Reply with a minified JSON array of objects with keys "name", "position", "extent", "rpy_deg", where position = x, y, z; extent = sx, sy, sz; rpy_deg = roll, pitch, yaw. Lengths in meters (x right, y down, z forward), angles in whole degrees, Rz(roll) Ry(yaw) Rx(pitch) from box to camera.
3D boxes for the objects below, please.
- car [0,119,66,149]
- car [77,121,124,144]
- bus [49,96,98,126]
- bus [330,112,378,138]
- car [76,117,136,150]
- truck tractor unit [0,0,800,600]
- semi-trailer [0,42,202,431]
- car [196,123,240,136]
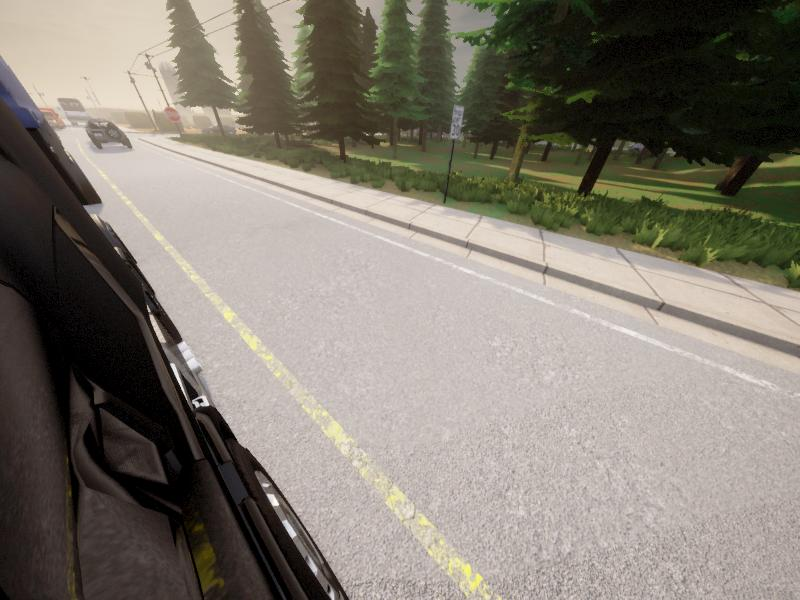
[{"name":"car","position":[-26.987,-12.294,17.086],"extent":[4.902,1.511,2.128],"rpy_deg":[29,44,31]},{"name":"car","position":[-27.666,-15.548,21.378],"extent":[4.514,1.525,2.007],"rpy_deg":[31,45,33]},{"name":"bus","position":[-66.296,-38.277,47.018],"extent":[10.273,4.253,3.944],"rpy_deg":[29,44,31]},{"name":"bus","position":[-10.072,-39.362,52.086],"extent":[3.944,4.253,10.273],"rpy_deg":[27,43,29]},{"name":"car","position":[-22.796,-12.926,17.889],"extent":[4.605,1.855,1.932],"rpy_deg":[29,44,31]},{"name":"truck tractor unit","position":[-2.645,-0.295,0.351],"extent":[6.516,4.208,3.053],"rpy_deg":[28,44,30]},{"name":"semi-trailer","position":[-8.703,-3.604,4.220],"extent":[14.254,4.402,2.717],"rpy_deg":[28,44,30]},{"name":"car","position":[-29.454,-27.687,37.552],"extent":[2.128,1.511,4.902],"rpy_deg":[27,43,29]}]
